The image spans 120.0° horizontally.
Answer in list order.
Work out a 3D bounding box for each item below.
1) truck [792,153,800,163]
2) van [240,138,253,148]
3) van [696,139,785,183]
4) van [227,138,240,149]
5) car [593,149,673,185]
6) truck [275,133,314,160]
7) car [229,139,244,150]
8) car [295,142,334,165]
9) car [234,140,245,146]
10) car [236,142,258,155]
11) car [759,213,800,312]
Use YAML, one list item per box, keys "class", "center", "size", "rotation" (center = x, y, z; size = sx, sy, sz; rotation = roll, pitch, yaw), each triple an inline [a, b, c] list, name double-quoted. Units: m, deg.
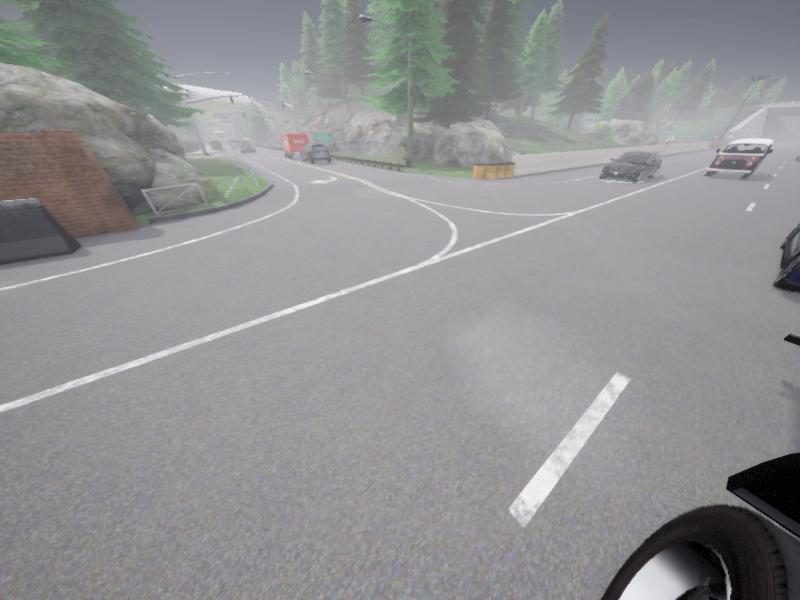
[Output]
- class: "truck"
  center: [40.475, -14.382, 21.757]
  size: [5.204, 2.467, 2.627]
  rotation: [-22, 41, -28]
- class: "van"
  center: [-40.515, -41.491, 60.958]
  size: [2.069, 2.038, 4.480]
  rotation: [-22, 40, -27]
- class: "van"
  center: [21.216, -8.807, 14.412]
  size: [4.480, 2.038, 2.069]
  rotation: [-22, 41, -28]
- class: "van"
  center: [-39.144, -36.758, 54.280]
  size: [1.775, 1.987, 4.442]
  rotation: [-22, 40, -27]
- class: "car"
  center: [14.234, -8.202, 14.094]
  size: [4.892, 1.490, 1.837]
  rotation: [-22, 41, -28]
- class: "truck"
  center: [-12.535, -18.252, 27.399]
  size: [2.627, 2.467, 5.204]
  rotation: [-21, 40, -27]
- class: "car"
  center: [-34.783, -33.064, 49.104]
  size: [1.932, 1.855, 4.605]
  rotation: [-22, 40, -27]
- class: "car"
  center: [-8.480, -14.511, 22.788]
  size: [2.033, 1.649, 4.856]
  rotation: [-22, 40, -27]
- class: "car"
  center: [-52.269, -51.166, 75.111]
  size: [2.033, 1.649, 4.856]
  rotation: [-22, 40, -27]
- class: "car"
  center: [-24.724, -24.446, 37.183]
  size: [2.038, 1.542, 4.974]
  rotation: [-23, 41, -26]
- class: "car"
  center: [8.558, -1.003, 3.833]
  size: [4.856, 1.649, 2.033]
  rotation: [-22, 41, -28]
